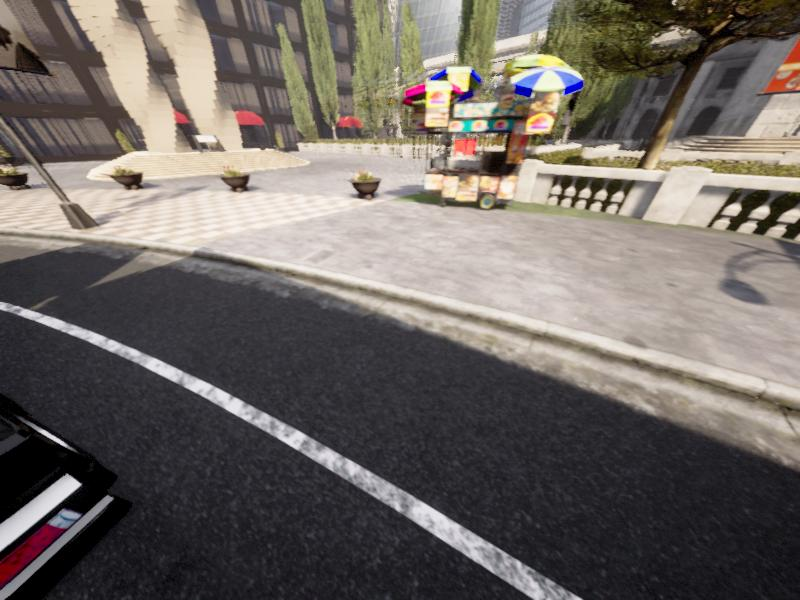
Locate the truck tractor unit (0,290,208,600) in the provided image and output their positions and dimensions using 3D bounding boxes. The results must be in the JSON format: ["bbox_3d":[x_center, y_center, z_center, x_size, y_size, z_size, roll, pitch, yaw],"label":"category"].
[{"bbox_3d":[-5.260,-0.114,0.542,6.516,4.208,3.053,12,37,17],"label":"truck tractor unit"}]
